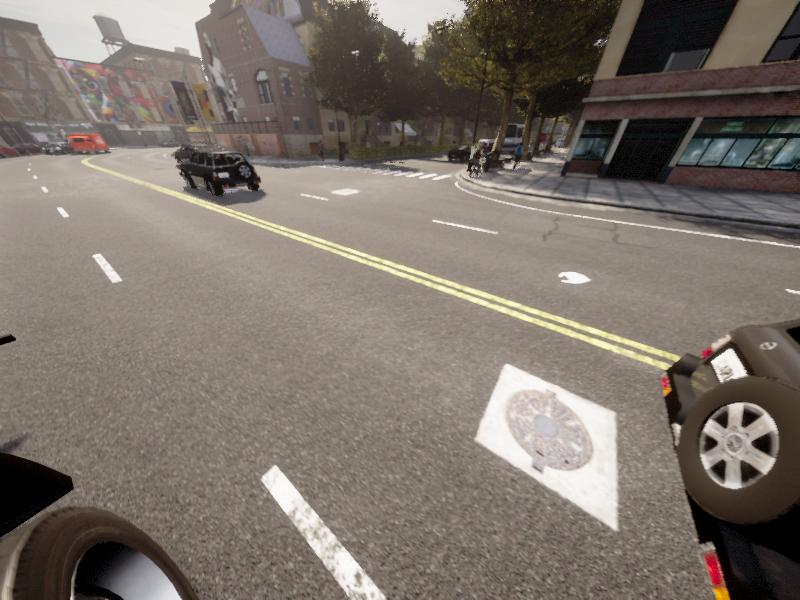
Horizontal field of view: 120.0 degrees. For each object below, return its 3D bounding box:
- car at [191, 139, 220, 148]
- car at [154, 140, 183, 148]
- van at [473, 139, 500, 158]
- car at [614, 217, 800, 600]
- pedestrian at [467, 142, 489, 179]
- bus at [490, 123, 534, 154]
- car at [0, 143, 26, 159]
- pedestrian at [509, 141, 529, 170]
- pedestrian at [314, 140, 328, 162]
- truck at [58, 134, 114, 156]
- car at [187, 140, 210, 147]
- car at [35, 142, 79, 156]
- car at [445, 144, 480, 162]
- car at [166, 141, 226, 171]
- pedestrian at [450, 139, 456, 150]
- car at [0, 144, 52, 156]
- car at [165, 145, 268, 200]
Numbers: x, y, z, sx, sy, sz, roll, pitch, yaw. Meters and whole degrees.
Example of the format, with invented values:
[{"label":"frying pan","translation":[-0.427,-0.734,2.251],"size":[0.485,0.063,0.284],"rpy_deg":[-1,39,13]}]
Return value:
[{"label":"car","translation":[-46.927,-37.845,55.864],"size":[1.930,1.638,5.238],"rpy_deg":[7,36,10]},{"label":"car","translation":[-54.262,-36.641,54.263],"size":[2.007,1.525,4.514],"rpy_deg":[3,35,3]},{"label":"van","translation":[12.443,-21.735,33.091],"size":[2.069,2.038,4.480],"rpy_deg":[22,41,28]},{"label":"car","translation":[3.727,1.401,0.331],"size":[4.605,1.855,1.932],"rpy_deg":[22,40,29]},{"label":"pedestrian","translation":[4.716,-8.480,14.064],"size":[0.751,1.860,0.751],"rpy_deg":[23,41,29]},{"label":"bus","translation":[20.499,-29.319,41.993],"size":[3.944,4.253,10.273],"rpy_deg":[22,41,28]},{"label":"car","translation":[-48.259,-17.897,27.699],"size":[2.002,1.452,4.674],"rpy_deg":[-22,41,-28]},{"label":"pedestrian","translation":[9.366,-11.371,18.202],"size":[0.751,1.860,0.751],"rpy_deg":[25,42,31]},{"label":"pedestrian","translation":[-7.988,-15.169,23.466],"size":[0.751,1.860,0.751],"rpy_deg":[7,36,10]},{"label":"truck","translation":[-45.040,-22.494,33.365],"size":[2.627,2.467,5.204],"rpy_deg":[-18,39,-24]},{"label":"car","translation":[-52.776,-41.055,60.594],"size":[1.970,1.475,3.806],"rpy_deg":[10,36,13]},{"label":"car","translation":[-48.369,-21.362,32.673],"size":[1.970,1.475,3.806],"rpy_deg":[-18,39,-24]},{"label":"car","translation":[7.484,-17.529,27.426],"size":[1.930,1.638,5.238],"rpy_deg":[22,41,28]},{"label":"car","translation":[-17.247,-12.233,19.522],"size":[4.605,1.855,1.932],"rpy_deg":[23,41,28]},{"label":"pedestrian","translation":[11.112,-32.543,48.267],"size":[0.751,1.860,0.751],"rpy_deg":[22,40,27]},{"label":"car","translation":[-51.324,-20.635,31.693],"size":[1.895,1.301,4.718],"rpy_deg":[-15,38,-20]},{"label":"car","translation":[-8.813,-6.275,11.126],"size":[4.605,1.855,1.932],"rpy_deg":[23,41,29]}]
